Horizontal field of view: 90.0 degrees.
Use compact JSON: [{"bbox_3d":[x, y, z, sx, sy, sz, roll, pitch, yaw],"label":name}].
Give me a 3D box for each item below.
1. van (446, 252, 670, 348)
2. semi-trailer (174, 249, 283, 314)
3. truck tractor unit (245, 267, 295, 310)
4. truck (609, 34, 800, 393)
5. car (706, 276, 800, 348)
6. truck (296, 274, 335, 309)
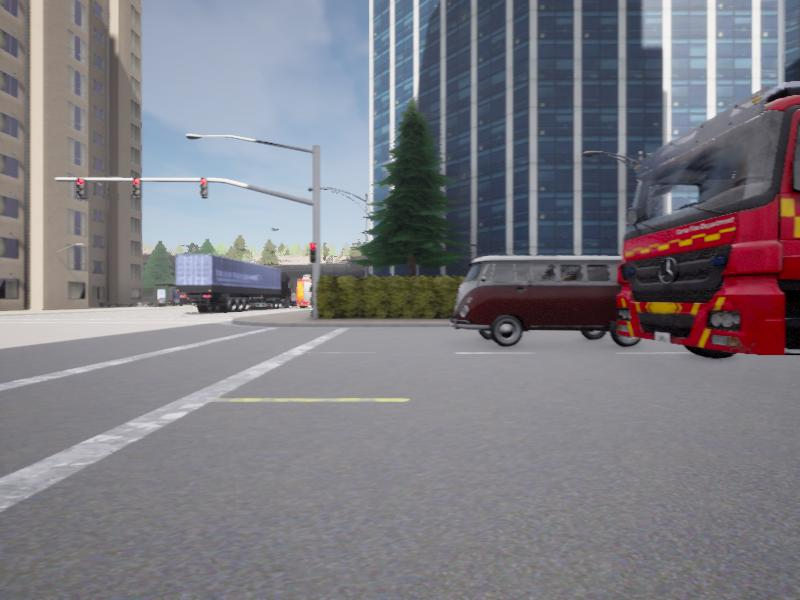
[{"bbox_3d":[3.392,-0.001,9.199,4.442,1.987,1.775,0,0,0],"label":"van"},{"bbox_3d":[-13.811,-1.221,34.366,2.717,4.402,14.254,0,0,2],"label":"semi-trailer"},{"bbox_3d":[-13.559,-1.099,42.281,3.053,4.208,6.516,0,0,1],"label":"truck tractor unit"},{"bbox_3d":[7.974,-0.920,5.707,8.468,3.827,2.891,0,0,0],"label":"truck"},{"bbox_3d":[9.689,0.254,9.199,3.806,1.475,1.970,0,0,0],"label":"car"},{"bbox_3d":[-9.989,-0.921,48.442,2.891,3.827,8.468,0,0,1],"label":"truck"}]
